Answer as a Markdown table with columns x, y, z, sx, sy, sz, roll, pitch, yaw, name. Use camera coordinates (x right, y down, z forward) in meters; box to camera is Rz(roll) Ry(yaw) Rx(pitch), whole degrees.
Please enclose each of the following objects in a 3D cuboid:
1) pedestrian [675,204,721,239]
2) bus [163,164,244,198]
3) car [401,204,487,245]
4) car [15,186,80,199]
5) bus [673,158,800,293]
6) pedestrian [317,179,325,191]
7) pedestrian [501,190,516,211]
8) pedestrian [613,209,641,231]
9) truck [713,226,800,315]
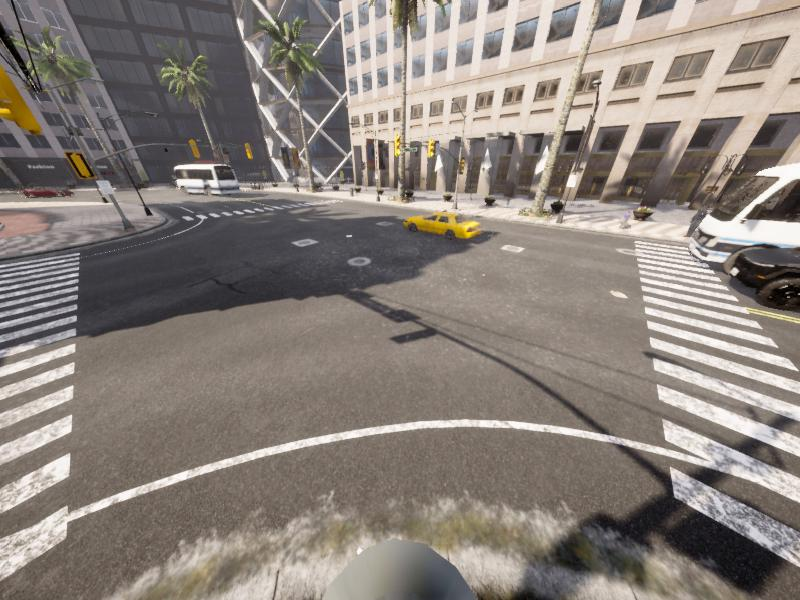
| x | y | z | sx | sy | sz | roll | pitch | yaw | name |
| --- | --- | --- | --- | --- | --- | --- | --- | --- | --- |
| 17.978 | -4.726 | 13.979 | 0.751 | 1.860 | 0.751 | -5 | 30 | -9 | pedestrian |
| -30.454 | -18.645 | 36.045 | 10.273 | 4.253 | 3.944 | 11 | 31 | 19 | bus |
| 2.677 | -5.179 | 15.396 | 5.366 | 1.575 | 1.801 | 23 | 37 | 34 | car |
| -52.062 | -16.015 | 34.263 | 4.792 | 1.488 | 2.163 | -9 | 31 | -14 | car |
| 17.607 | -2.143 | 7.462 | 10.273 | 4.253 | 3.944 | 23 | 37 | 35 | bus |
| -14.186 | -20.495 | 41.290 | 0.751 | 1.860 | 0.751 | 19 | 35 | 29 | pedestrian |
| 10.790 | -9.898 | 22.937 | 0.751 | 1.860 | 0.751 | 22 | 37 | 33 | pedestrian |
| 15.614 | -5.543 | 15.953 | 0.751 | 1.300 | 0.751 | 7 | 31 | 12 | pedestrian |
| 14.528 | -0.326 | 6.470 | 6.274 | 2.098 | 2.390 | 23 | 37 | 34 | truck |
